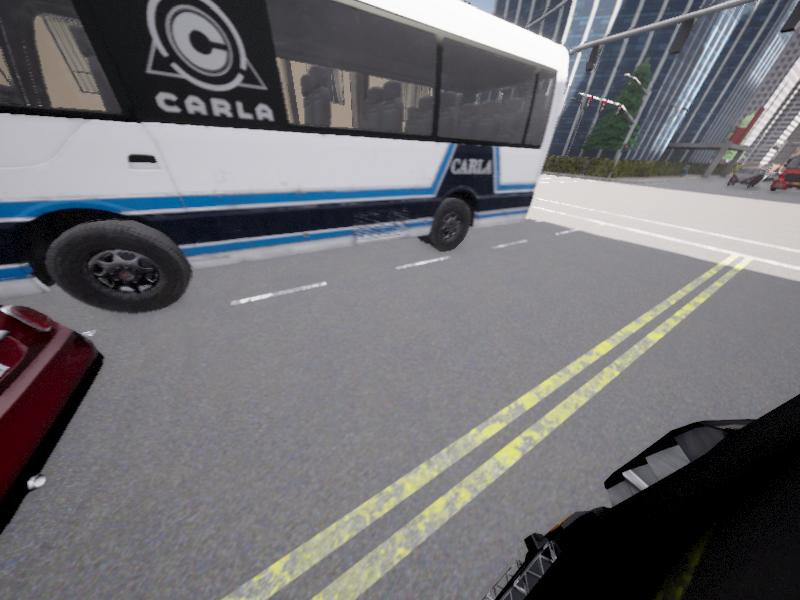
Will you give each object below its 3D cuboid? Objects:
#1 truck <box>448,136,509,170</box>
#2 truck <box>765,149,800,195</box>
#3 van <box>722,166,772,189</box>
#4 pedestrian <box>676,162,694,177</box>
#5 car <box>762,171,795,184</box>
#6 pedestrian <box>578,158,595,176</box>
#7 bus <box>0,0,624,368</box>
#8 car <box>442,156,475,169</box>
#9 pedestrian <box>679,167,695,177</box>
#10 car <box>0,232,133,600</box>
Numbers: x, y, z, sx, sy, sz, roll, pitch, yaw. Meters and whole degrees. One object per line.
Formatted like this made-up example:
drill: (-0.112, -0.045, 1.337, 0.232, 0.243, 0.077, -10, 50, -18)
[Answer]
truck: (11.490, -22.442, 35.182, 2.891, 3.827, 8.468, -15, 38, -25)
truck: (41.250, -12.872, 23.050, 8.468, 3.827, 2.891, -16, 38, -26)
van: (37.988, -13.421, 25.293, 4.442, 1.987, 1.775, -16, 38, -26)
pedestrian: (42.384, -19.335, 34.336, 0.751, 1.860, 0.751, -17, 39, -28)
car: (59.712, -19.346, 36.427, 3.806, 1.475, 1.970, -16, 38, -26)
pedestrian: (22.947, -16.432, 28.467, 0.751, 1.860, 0.751, -16, 38, -26)
bus: (-1.255, -3.129, 4.723, 10.273, 4.253, 3.944, -16, 38, -26)
car: (8.518, -20.410, 34.181, 1.895, 1.301, 4.718, -15, 38, -25)
pedestrian: (43.179, -19.241, 34.761, 0.751, 1.300, 0.751, -13, 37, -23)
car: (-4.238, 1.015, 0.759, 3.806, 1.475, 1.970, -16, 38, -26)
